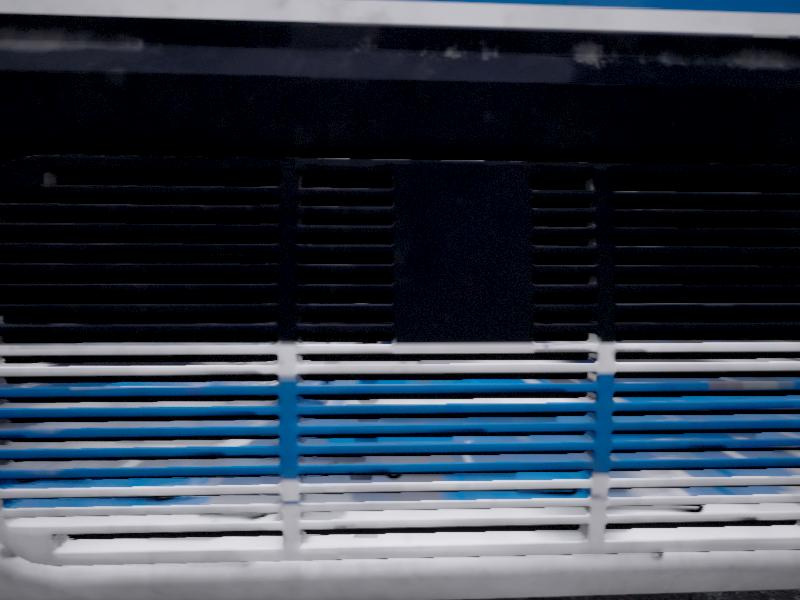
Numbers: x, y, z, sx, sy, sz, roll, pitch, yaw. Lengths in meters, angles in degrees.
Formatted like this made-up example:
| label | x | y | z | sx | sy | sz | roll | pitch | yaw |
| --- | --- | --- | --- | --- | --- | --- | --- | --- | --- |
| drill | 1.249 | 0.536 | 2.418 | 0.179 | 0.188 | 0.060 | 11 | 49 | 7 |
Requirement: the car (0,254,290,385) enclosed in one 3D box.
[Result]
| label | x | y | z | sx | sy | sz | roll | pitch | yaw |
| --- | --- | --- | --- | --- | --- | --- | --- | --- | --- |
| car | -4.432 | 0.234 | 5.960 | 4.974 | 1.542 | 2.038 | 0 | 0 | 5 |

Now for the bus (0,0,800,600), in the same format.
| label | x | y | z | sx | sy | sz | roll | pitch | yaw |
| --- | --- | --- | --- | --- | --- | --- | --- | --- | --- |
| bus | -0.274 | -1.130 | 2.003 | 10.273 | 4.253 | 3.944 | 0 | 0 | -2 |

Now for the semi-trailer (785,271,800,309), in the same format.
| label | x | y | z | sx | sy | sz | roll | pitch | yaw |
| --- | --- | --- | --- | --- | --- | --- | --- | --- | --- |
| semi-trailer | 46.130 | -1.158 | 41.301 | 2.717 | 4.402 | 14.254 | 0 | 0 | 15 |
